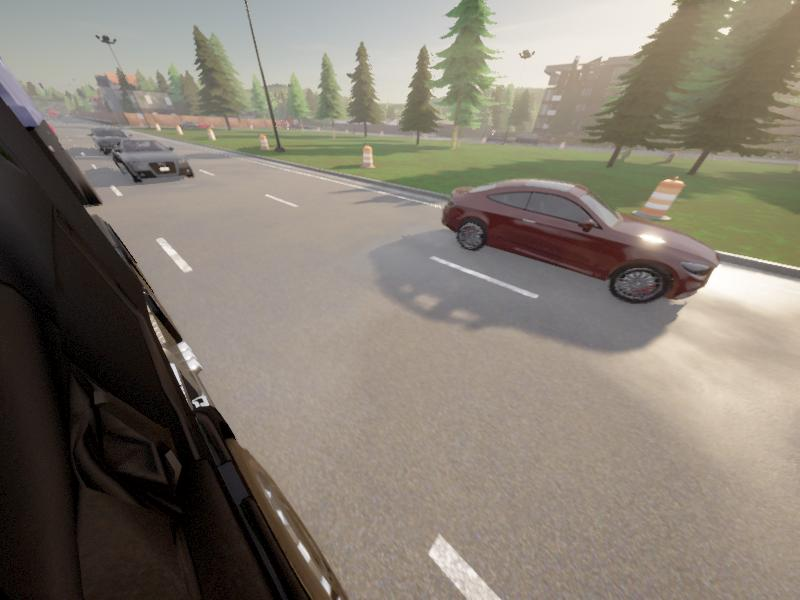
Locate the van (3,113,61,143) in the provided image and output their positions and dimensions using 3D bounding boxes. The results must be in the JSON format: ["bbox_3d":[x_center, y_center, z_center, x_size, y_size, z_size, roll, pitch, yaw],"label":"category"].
[{"bbox_3d":[-32.731,-15.467,20.727,4.442,1.987,1.775,30,45,32],"label":"van"}]

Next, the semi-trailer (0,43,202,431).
[{"bbox_3d":[-8.716,-3.580,4.227,14.254,4.402,2.717,28,44,30],"label":"semi-trailer"}]

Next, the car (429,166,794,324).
[{"bbox_3d":[3.104,-1.570,4.709,4.674,1.442,1.812,28,44,30],"label":"car"}]

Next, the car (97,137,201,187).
[{"bbox_3d":[-10.991,-6.187,10.118,4.181,1.385,1.994,27,43,29],"label":"car"}]

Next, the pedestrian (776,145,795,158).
[{"bbox_3d":[65.724,-25.365,39.397,0.751,1.860,0.751,-27,46,-33],"label":"pedestrian"}]

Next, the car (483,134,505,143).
[{"bbox_3d":[21.567,-37.276,53.246,3.988,1.617,1.851,28,44,30],"label":"car"}]

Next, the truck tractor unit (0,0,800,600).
[{"bbox_3d":[-2.645,-0.295,0.351,6.516,4.208,3.053,28,44,30],"label":"truck tractor unit"}]

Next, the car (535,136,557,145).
[{"bbox_3d":[33.322,-36.481,52.893,3.705,1.549,1.789,28,44,30],"label":"car"}]

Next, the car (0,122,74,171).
[{"bbox_3d":[-19.079,-7.931,11.768,5.027,1.651,2.152,28,44,30],"label":"car"}]

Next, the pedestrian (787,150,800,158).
[{"bbox_3d":[67.004,-24.783,39.328,0.500,1.100,0.500,29,44,31],"label":"pedestrian"}]

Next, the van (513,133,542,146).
[{"bbox_3d":[25.669,-32.495,46.790,4.442,1.987,1.775,28,44,30],"label":"van"}]

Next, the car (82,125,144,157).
[{"bbox_3d":[-20.015,-11.141,16.100,4.892,1.490,1.837,28,44,30],"label":"car"}]
